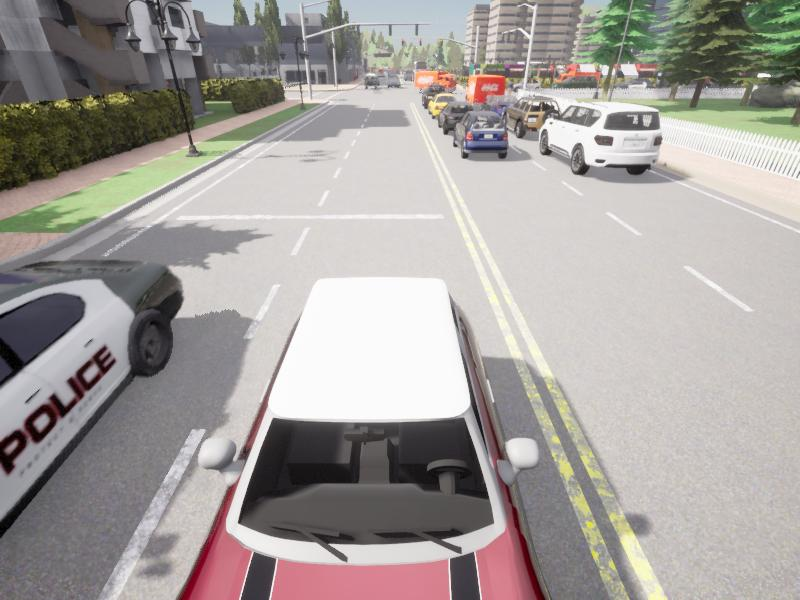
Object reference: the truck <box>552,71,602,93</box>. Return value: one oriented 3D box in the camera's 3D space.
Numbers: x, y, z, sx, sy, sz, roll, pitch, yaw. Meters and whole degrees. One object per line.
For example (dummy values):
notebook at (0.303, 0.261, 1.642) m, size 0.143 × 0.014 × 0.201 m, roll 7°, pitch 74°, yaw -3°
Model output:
truck at (23.863, -29.600, 54.283) m, size 5.204 × 2.467 × 2.627 m, roll -1°, pitch 30°, yaw -2°

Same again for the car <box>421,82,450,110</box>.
car at (2.907, -17.075, 33.404) m, size 1.932 × 1.855 × 4.605 m, roll 0°, pitch 30°, yaw -1°

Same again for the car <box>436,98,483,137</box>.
car at (3.067, -9.828, 21.392) m, size 1.816 × 1.474 × 4.193 m, roll 0°, pitch 30°, yaw -1°

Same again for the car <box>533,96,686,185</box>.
car at (6.668, -5.726, 13.800) m, size 2.150 × 2.045 × 5.566 m, roll 0°, pitch 30°, yaw -1°

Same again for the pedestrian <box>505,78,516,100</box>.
pedestrian at (10.880, -20.874, 39.579) m, size 0.751 × 1.860 × 0.751 m, roll 5°, pitch 31°, yaw 8°

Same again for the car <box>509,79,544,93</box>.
car at (17.074, -29.143, 54.345) m, size 3.988 × 1.617 × 1.851 m, roll 0°, pitch 30°, yaw 0°

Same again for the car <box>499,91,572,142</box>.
car at (6.585, -9.309, 20.103) m, size 1.932 × 1.855 × 4.605 m, roll 0°, pitch 30°, yaw -1°

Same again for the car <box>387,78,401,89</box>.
car at (-0.993, -34.274, 63.260) m, size 2.163 × 1.488 × 4.792 m, roll 0°, pitch 30°, yaw -1°

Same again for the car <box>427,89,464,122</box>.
car at (2.987, -13.395, 27.396) m, size 1.801 × 1.575 × 5.366 m, roll 0°, pitch 30°, yaw -1°

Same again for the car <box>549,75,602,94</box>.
car at (22.424, -27.628, 51.315) m, size 5.566 × 2.045 × 2.150 m, roll -1°, pitch 30°, yaw -2°

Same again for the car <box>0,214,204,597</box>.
car at (-3.685, 0.911, 2.944) m, size 2.038 × 1.542 × 4.974 m, roll 0°, pitch 30°, yaw -1°

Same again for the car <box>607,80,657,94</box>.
car at (29.871, -27.542, 51.681) m, size 4.974 × 1.542 × 2.038 m, roll -1°, pitch 30°, yaw -2°

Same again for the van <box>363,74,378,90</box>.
van at (-4.467, -33.434, 61.268) m, size 2.069 × 2.038 × 4.480 m, roll 0°, pitch 30°, yaw -1°

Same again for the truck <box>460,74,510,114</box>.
truck at (6.435, -16.073, 31.101) m, size 2.627 × 2.467 × 5.204 m, roll 0°, pitch 30°, yaw -1°

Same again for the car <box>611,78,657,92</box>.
car at (31.966, -29.397, 54.743) m, size 4.856 × 1.649 × 2.033 m, roll -1°, pitch 30°, yaw -2°

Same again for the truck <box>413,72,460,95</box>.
truck at (4.552, -27.243, 50.231) m, size 5.204 × 2.467 × 2.627 m, roll 20°, pitch 36°, yaw 30°

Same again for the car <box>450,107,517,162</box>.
car at (3.143, -6.676, 15.915) m, size 1.789 × 1.549 × 3.705 m, roll 0°, pitch 30°, yaw -1°

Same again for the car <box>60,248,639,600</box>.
car at (-0.172, 1.064, 2.755) m, size 1.970 × 1.475 × 3.806 m, roll 0°, pitch 30°, yaw 0°

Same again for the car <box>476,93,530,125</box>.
car at (6.508, -12.430, 25.843) m, size 2.163 × 1.488 × 4.792 m, roll 0°, pitch 30°, yaw -1°
